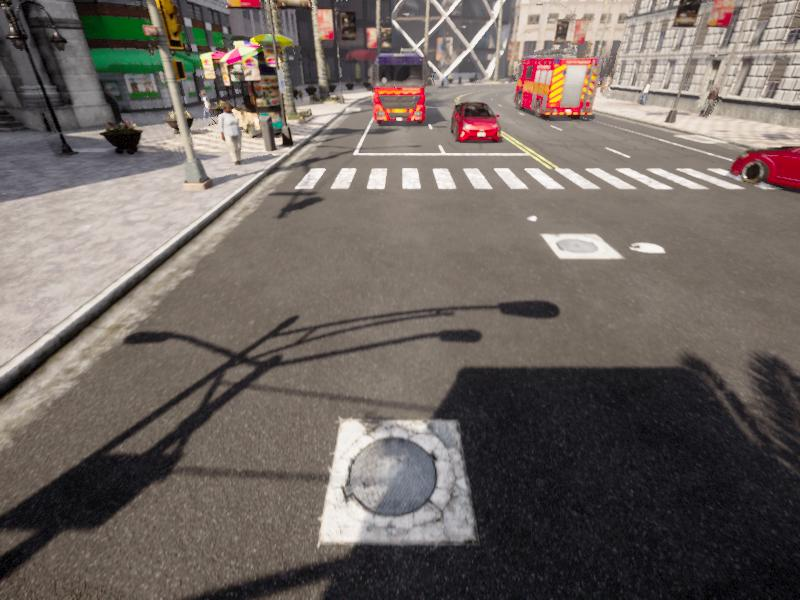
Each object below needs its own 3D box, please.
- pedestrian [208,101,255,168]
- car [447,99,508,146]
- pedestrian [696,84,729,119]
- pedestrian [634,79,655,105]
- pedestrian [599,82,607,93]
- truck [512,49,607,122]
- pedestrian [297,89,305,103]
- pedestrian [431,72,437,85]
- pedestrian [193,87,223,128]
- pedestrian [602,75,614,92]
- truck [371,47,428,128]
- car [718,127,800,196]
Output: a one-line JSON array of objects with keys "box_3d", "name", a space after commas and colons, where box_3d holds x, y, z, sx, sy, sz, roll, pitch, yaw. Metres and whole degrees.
[{"box_3d": [-5.348, -5.278, 12.771, 0.751, 1.860, 0.751, 18, 35, 27], "name": "pedestrian"}, {"box_3d": [3.493, -8.495, 18.936, 2.007, 1.525, 4.514, 0, 30, 0], "name": "car"}, {"box_3d": [19.180, -12.218, 24.609, 0.751, 1.860, 0.751, -3, 31, -5], "name": "pedestrian"}, {"box_3d": [19.996, -16.966, 32.698, 0.751, 1.860, 0.751, 0, 30, -1], "name": "pedestrian"}, {"box_3d": [23.972, -25.049, 47.221, 0.500, 1.100, 0.500, 16, 34, 25], "name": "pedestrian"}, {"box_3d": [10.444, -14.868, 27.526, 2.891, 3.827, 8.468, 0, 30, 0], "name": "truck"}, {"box_3d": [-8.571, -17.669, 34.630, 0.500, 1.100, 0.500, -2, 30, -4], "name": "pedestrian"}, {"box_3d": [5.701, -37.396, 67.496, 0.751, 1.860, 0.751, -8, 31, -13], "name": "pedestrian"}, {"box_3d": [-10.106, -10.148, 21.065, 0.751, 1.860, 0.751, 22, 37, 32], "name": "pedestrian"}, {"box_3d": [25.657, -26.713, 49.307, 0.751, 1.860, 0.751, 18, 35, 27], "name": "pedestrian"}, {"box_3d": [-0.004, -13.330, 24.900, 2.891, 3.827, 8.468, 0, 30, 0], "name": "truck"}, {"box_3d": [11.668, -3.616, 10.784, 1.994, 1.385, 4.181, -14, 33, -22], "name": "car"}]
